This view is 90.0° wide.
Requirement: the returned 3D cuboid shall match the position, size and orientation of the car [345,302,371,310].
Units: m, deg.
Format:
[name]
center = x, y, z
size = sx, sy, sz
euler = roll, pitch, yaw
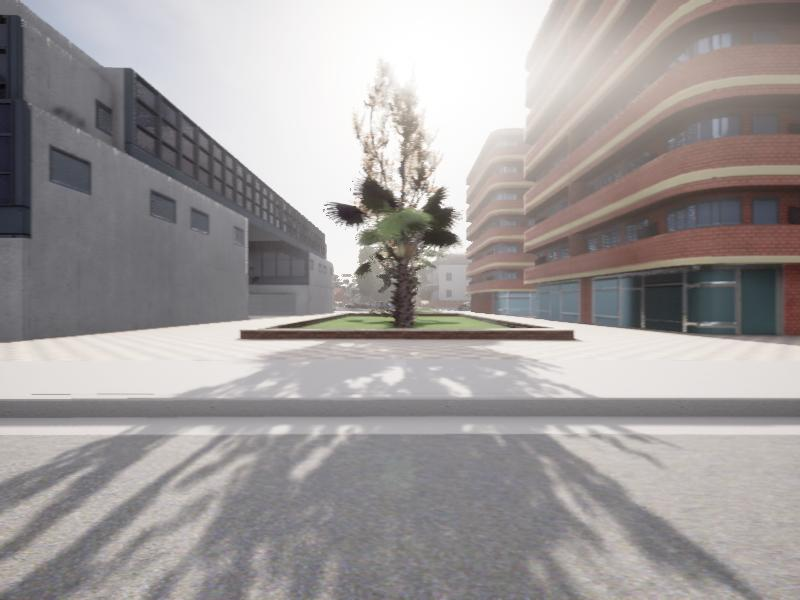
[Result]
[car]
center = -7.826, 1.101, 74.432
size = 4.674, 1.442, 1.812
euler = 0, 0, 0
